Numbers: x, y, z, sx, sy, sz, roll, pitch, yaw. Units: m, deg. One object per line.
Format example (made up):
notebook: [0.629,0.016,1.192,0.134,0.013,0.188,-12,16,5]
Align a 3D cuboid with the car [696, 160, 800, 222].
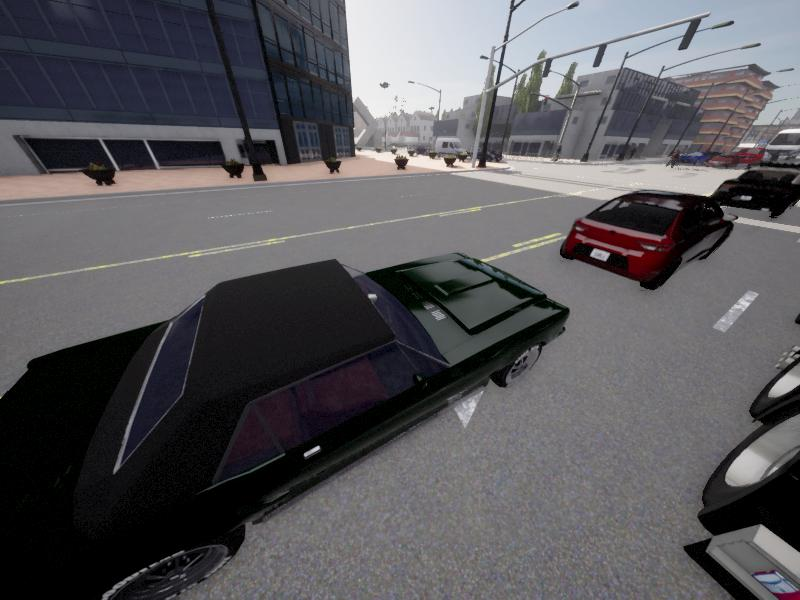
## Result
car: [14.826,-4.600,9.354,5.238,1.638,1.930,-18,39,-25]

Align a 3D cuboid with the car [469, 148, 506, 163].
car: [11.377,-18.978,30.233,1.816,1.474,4.193,-17,38,-24]

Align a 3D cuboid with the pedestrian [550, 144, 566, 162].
pedestrian: [20.360,-18.933,29.788,0.751,1.860,0.751,-15,38,-23]

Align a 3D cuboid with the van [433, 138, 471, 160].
van: [7.756,-23.167,35.290,1.988,2.561,5.915,-17,38,-24]

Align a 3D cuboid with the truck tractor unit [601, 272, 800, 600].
truck tractor unit: [5.122,-0.289,0.764,6.516,4.208,3.053,-18,39,-24]

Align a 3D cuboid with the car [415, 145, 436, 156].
car: [4.433,-26.087,40.339,1.845,1.501,3.633,-17,39,-25]

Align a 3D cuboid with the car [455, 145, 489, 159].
car: [11.200,-23.274,36.342,1.930,1.638,5.238,-16,38,-24]

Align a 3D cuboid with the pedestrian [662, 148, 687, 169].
pedestrian: [29.446,-15.146,24.804,0.751,1.860,0.751,12,36,16]

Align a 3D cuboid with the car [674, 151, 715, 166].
car: [39.479,-19.017,30.985,5.008,1.535,1.882,-17,38,-24]

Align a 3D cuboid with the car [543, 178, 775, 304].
car: [5.523,-1.579,5.022,4.193,1.474,1.816,-18,39,-24]

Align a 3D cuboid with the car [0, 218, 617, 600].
car: [-0.486,0.414,2.264,4.718,1.301,1.895,-18,39,-24]

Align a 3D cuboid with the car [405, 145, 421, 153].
car: [2.761,-32.768,50.076,1.816,1.474,4.193,-12,37,-18]

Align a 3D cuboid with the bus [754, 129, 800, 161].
bus: [66.580,-26.519,39.354,10.273,4.253,3.944,-18,39,-23]

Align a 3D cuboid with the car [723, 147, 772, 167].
car: [45.961,-18.955,30.581,5.566,2.045,2.150,-17,39,-24]

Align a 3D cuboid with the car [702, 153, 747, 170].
car: [37.819,-16.162,26.891,4.674,1.442,1.812,-17,39,-24]

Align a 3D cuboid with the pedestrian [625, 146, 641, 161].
pedestrian: [34.294,-21.562,34.018,0.751,1.860,0.751,-17,38,-24]
